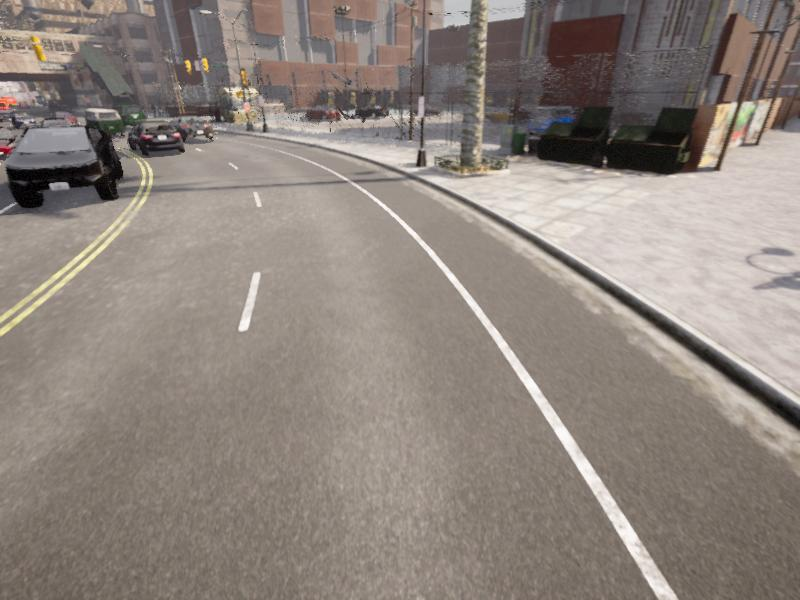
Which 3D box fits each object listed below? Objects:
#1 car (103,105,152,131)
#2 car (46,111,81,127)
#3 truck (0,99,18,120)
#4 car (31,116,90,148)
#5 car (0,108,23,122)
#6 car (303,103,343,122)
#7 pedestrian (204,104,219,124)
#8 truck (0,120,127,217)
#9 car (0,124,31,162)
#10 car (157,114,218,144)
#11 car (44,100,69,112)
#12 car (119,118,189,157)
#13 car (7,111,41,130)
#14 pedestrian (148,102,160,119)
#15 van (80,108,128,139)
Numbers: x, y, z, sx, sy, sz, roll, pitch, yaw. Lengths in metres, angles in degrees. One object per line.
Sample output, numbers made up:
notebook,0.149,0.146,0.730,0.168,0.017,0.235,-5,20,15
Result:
car,-26.330,-17.656,38.616,5.566,2.045,2.150,24,36,39
car,-36.657,-19.761,43.516,4.181,1.385,1.994,24,36,39
truck,-55.648,-26.568,55.634,5.204,2.467,2.627,24,36,39
car,-23.014,-11.442,27.050,5.238,1.638,1.930,24,36,39
car,-49.728,-23.419,50.659,5.357,1.411,2.033,24,36,39
car,-8.957,-21.786,46.438,4.553,1.767,2.185,24,36,38
pedestrian,-19.927,-19.689,42.276,0.751,1.860,0.751,20,33,33
truck,-11.133,-4.774,13.584,2.390,2.098,6.274,-14,31,-25
car,-21.852,-8.519,21.583,2.163,1.488,4.792,-24,35,-37
car,-15.311,-12.378,28.789,2.152,1.651,5.027,-24,35,-37
car,-68.517,-38.800,79.800,5.566,2.045,2.435,24,36,38
car,-14.308,-9.518,23.218,2.242,1.667,4.611,-22,34,-35
car,-37.245,-17.837,39.621,3.705,1.549,1.789,24,36,39
pedestrian,-31.326,-24.106,50.907,0.751,1.860,0.751,-24,35,-37
van,-23.486,-14.042,31.688,1.775,1.987,4.442,-25,36,-38
